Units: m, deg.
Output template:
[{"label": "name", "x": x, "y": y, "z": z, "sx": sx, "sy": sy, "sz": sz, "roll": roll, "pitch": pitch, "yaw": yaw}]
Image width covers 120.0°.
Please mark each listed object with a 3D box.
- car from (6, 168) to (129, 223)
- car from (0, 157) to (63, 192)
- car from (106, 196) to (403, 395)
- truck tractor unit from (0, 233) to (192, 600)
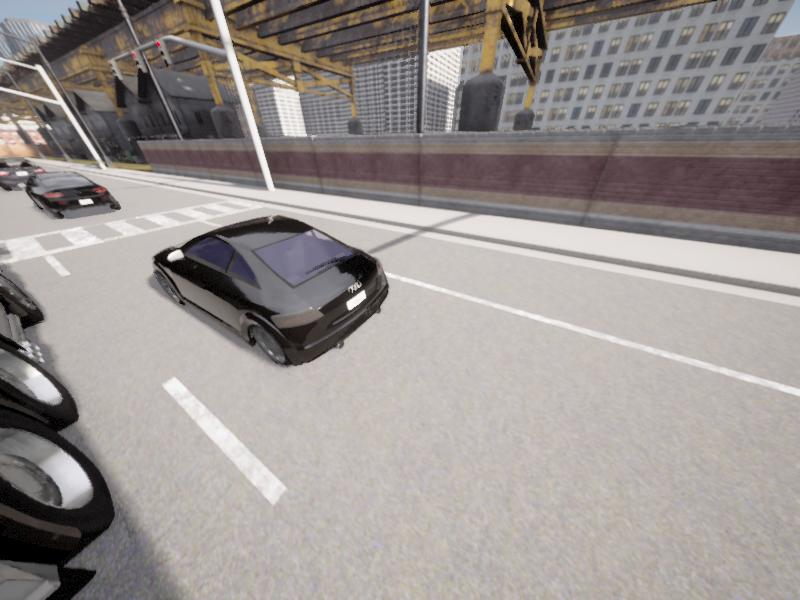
[{"label": "car", "x": -13.754, "y": -4.472, "z": 9.561, "sx": 4.674, "sy": 1.442, "sz": 1.812, "roll": 18, "pitch": 39, "yaw": 25}, {"label": "car", "x": -25.213, "y": -8.400, "z": 15.270, "sx": 4.611, "sy": 1.667, "sz": 2.242, "roll": 19, "pitch": 39, "yaw": 26}, {"label": "car", "x": -2.269, "y": -0.597, "z": 3.793, "sx": 4.181, "sy": 1.385, "sz": 1.994, "roll": 18, "pitch": 39, "yaw": 26}, {"label": "truck tractor unit", "x": -5.113, "y": -0.288, "z": 0.860, "sx": 6.516, "sy": 4.208, "sz": 3.053, "roll": 19, "pitch": 42, "yaw": 28}]
